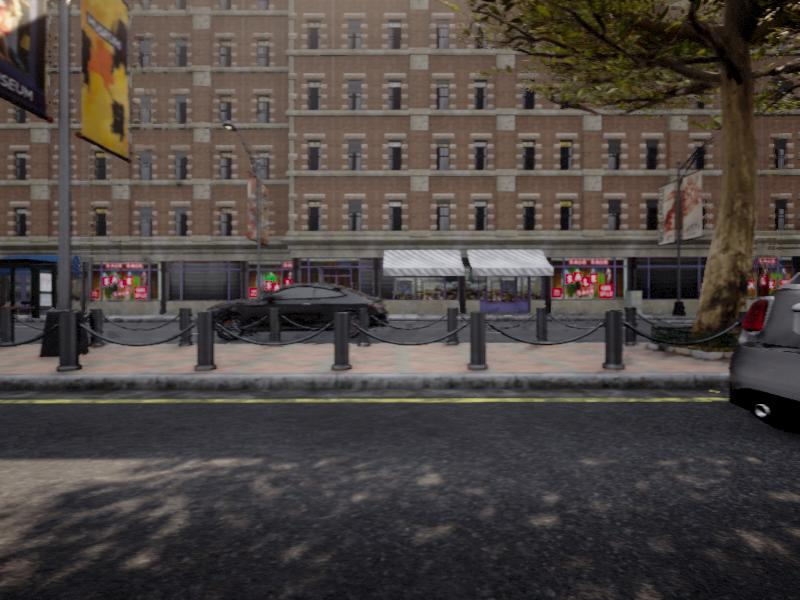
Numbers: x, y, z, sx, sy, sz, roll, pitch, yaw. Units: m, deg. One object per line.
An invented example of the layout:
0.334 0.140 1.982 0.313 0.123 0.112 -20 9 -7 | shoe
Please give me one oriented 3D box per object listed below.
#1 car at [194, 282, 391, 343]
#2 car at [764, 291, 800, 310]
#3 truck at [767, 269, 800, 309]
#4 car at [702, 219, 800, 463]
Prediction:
-2.645 0.280 10.631 4.674 1.442 1.812 0 0 -6 | car
35.625 0.074 35.393 1.930 1.638 5.238 0 0 -1 | car
39.112 -1.026 36.759 2.891 3.827 8.468 0 0 0 | truck
4.314 0.244 2.200 3.806 1.475 1.970 0 0 0 | car
